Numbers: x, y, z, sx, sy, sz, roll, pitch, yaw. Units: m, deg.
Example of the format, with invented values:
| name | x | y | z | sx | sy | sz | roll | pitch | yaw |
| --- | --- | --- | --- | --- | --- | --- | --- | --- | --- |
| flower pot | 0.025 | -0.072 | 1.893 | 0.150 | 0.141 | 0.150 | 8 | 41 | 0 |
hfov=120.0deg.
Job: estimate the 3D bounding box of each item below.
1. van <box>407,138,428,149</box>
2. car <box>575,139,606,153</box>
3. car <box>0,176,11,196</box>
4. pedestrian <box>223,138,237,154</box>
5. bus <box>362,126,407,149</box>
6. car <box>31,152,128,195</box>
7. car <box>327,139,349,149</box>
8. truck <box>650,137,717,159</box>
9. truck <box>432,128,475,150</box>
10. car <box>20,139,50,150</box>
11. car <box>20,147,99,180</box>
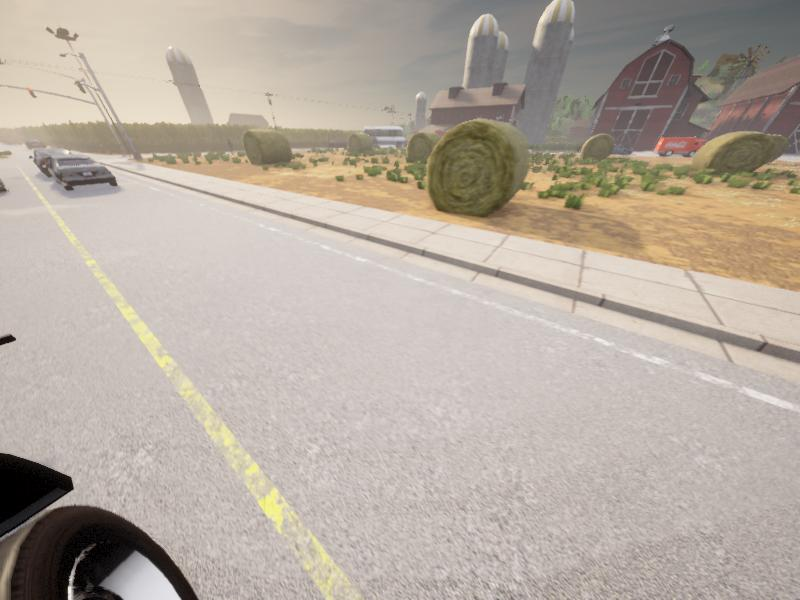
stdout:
| name | x | y | z | sx | sy | sz | roll | pitch | yaw |
| --- | --- | --- | --- | --- | --- | --- | --- | --- | --- |
| van | 4.242 | -37.998 | 55.991 | 4.480 | 2.038 | 2.069 | 20 | 40 | 25 |
| car | 36.315 | -29.516 | 44.180 | 3.866 | 1.878 | 1.905 | -8 | 42 | -8 |
| car | -19.947 | -5.575 | 10.395 | 4.181 | 1.385 | 1.994 | 22 | 41 | 28 |
| pedestrian | -23.489 | -21.342 | 32.007 | 0.751 | 1.860 | 0.751 | 19 | 39 | 25 |
| bus | -3.570 | -39.182 | 55.676 | 10.273 | 4.253 | 3.944 | 2 | 35 | 3 |
| car | -16.765 | -6.744 | 12.061 | 5.357 | 1.411 | 2.033 | 22 | 41 | 28 |
| car | -13.921 | -35.162 | 52.040 | 2.097 | 1.767 | 4.553 | 20 | 40 | 25 |
| truck | 41.594 | -22.586 | 34.196 | 5.204 | 2.467 | 2.627 | 19 | 39 | 25 |
| truck | 11.731 | -36.077 | 51.806 | 8.468 | 3.827 | 2.891 | 20 | 39 | 25 |
| car | -67.733 | -28.899 | 42.868 | 4.792 | 1.488 | 2.163 | 20 | 40 | 26 |
| car | -22.805 | -9.248 | 15.467 | 4.792 | 1.488 | 2.163 | 22 | 41 | 28 |
